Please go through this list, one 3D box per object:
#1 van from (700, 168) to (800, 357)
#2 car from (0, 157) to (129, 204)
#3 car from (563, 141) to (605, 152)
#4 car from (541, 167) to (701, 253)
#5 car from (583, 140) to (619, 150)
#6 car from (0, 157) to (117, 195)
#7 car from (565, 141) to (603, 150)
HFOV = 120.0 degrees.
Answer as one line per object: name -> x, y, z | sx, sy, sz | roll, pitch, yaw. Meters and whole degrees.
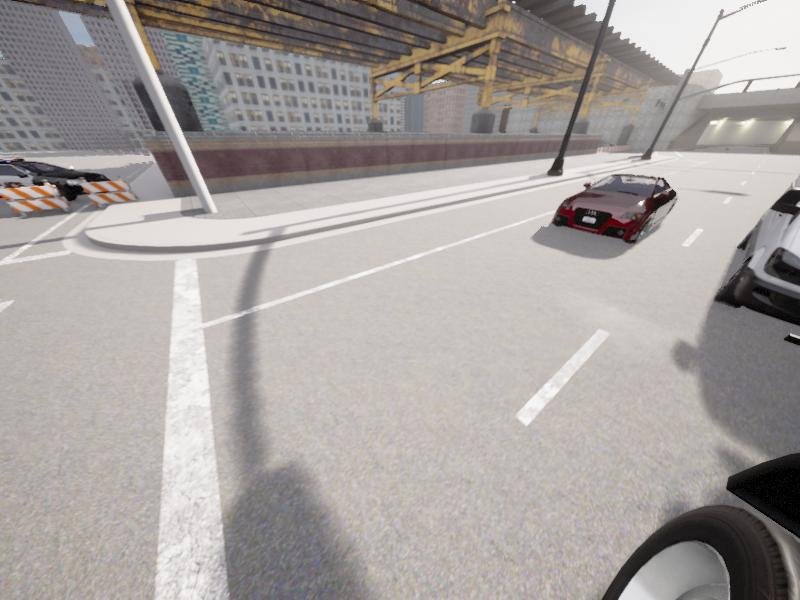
van -> 7.445, -1.284, 3.468 | 5.915, 2.561, 1.988 | -23, 41, -29
car -> -16.123, -5.326, 10.215 | 4.974, 1.542, 2.038 | -5, 35, -6
car -> 31.052, -26.010, 39.178 | 4.974, 1.542, 2.038 | 4, 35, 6
car -> 6.425, -2.867, 6.737 | 4.181, 1.385, 1.994 | -23, 41, -29
car -> 38.636, -29.800, 44.493 | 4.974, 1.542, 2.038 | -5, 35, -6
car -> -16.176, -5.451, 10.118 | 4.536, 1.218, 1.853 | -5, 35, -6
car -> 30.999, -26.142, 39.092 | 4.536, 1.218, 1.853 | 4, 35, 6
